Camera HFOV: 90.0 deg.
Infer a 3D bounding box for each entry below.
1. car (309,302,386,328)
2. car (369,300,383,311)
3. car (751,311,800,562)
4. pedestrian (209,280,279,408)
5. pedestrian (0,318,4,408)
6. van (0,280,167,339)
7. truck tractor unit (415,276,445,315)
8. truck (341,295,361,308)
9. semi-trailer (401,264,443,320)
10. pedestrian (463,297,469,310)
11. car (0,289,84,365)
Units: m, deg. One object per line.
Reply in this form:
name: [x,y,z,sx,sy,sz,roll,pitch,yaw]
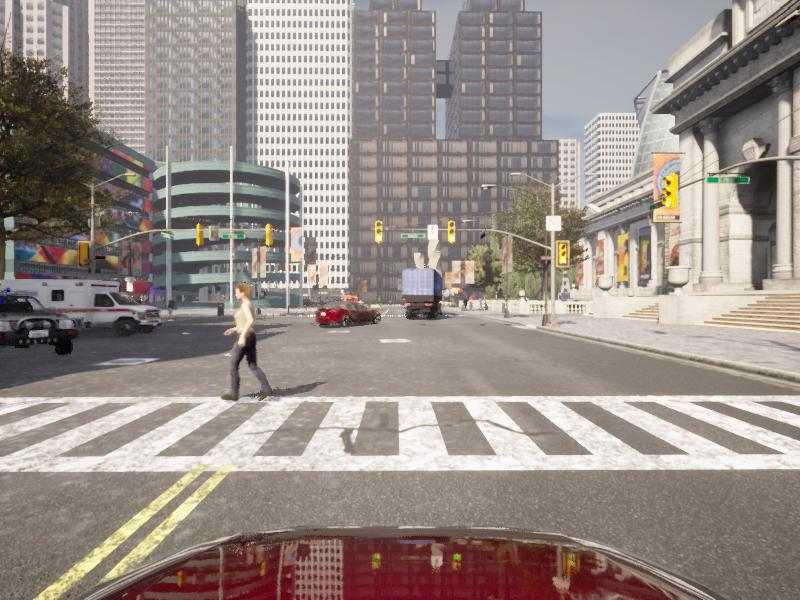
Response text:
car: [-3.163,0.851,25.059,2.163,1.488,4.792,0,0,33]
car: [-3.745,0.828,62.571,2.007,1.525,4.514,0,0,-2]
car: [3.496,0.837,0.313,2.128,1.511,4.902,0,0,0]
pedestrian: [-2.391,0.637,6.210,0.751,1.860,0.751,0,0,4]
pedestrian: [-6.181,0.917,5.484,0.751,1.300,0.751,0,0,2]
van: [-14.270,0.378,17.796,6.366,2.431,2.351,0,0,-5]
truck tractor unit: [3.380,-0.525,46.858,3.053,4.208,6.516,0,0,1]
truck: [-9.620,0.354,77.596,2.627,2.467,5.204,0,0,-22]
semi-trailer: [2.472,-0.624,39.009,2.717,4.402,14.254,0,0,9]
pedestrian: [9.024,0.485,54.713,0.751,1.860,0.751,0,0,-1]
car: [-11.399,0.649,11.554,4.605,1.855,1.932,1,0,29]
